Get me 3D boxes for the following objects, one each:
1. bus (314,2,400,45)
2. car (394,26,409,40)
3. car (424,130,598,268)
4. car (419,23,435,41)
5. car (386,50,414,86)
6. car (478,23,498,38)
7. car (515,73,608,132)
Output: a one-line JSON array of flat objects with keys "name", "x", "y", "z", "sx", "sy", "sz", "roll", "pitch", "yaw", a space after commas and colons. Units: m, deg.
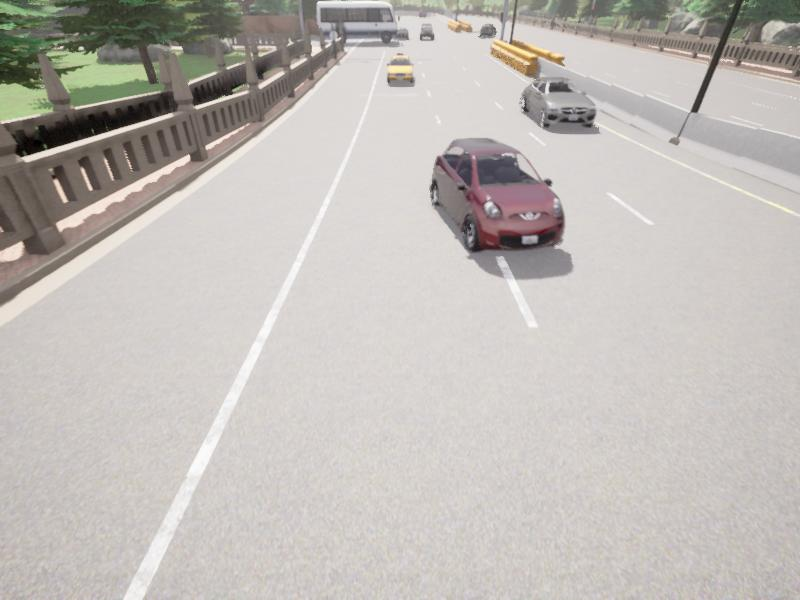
[{"name": "bus", "x": -5.281, "y": -35.073, "z": 50.686, "sx": 10.273, "sy": 4.253, "sz": 3.944, "roll": -3, "pitch": 37, "yaw": -4}, {"name": "car", "x": 0.213, "y": -38.064, "z": 57.057, "sx": 1.994, "sy": 1.385, "sz": 4.181, "roll": 1, "pitch": 37, "yaw": 1}, {"name": "car", "x": 1.814, "y": -2.216, "z": 7.926, "sx": 1.845, "sy": 1.501, "sz": 3.633, "roll": -6, "pitch": 33, "yaw": -9}, {"name": "car", "x": 3.693, "y": -36.847, "z": 55.008, "sx": 1.905, "sy": 1.878, "sz": 3.866, "roll": 0, "pitch": 37, "yaw": 0}, {"name": "car", "x": 0.023, "y": -16.271, "z": 27.927, "sx": 1.801, "sy": 1.575, "sz": 5.366, "roll": 0, "pitch": 37, "yaw": 0}, {"name": "car", "x": 13.275, "y": -40.573, "z": 60.191, "sx": 1.851, "sy": 1.617, "sz": 3.988, "roll": 14, "pitch": 39, "yaw": 17}, {"name": "car", "x": 7.006, "y": -9.023, "z": 18.043, "sx": 2.152, "sy": 1.651, "sz": 5.027, "roll": 0, "pitch": 35, "yaw": 0}]
